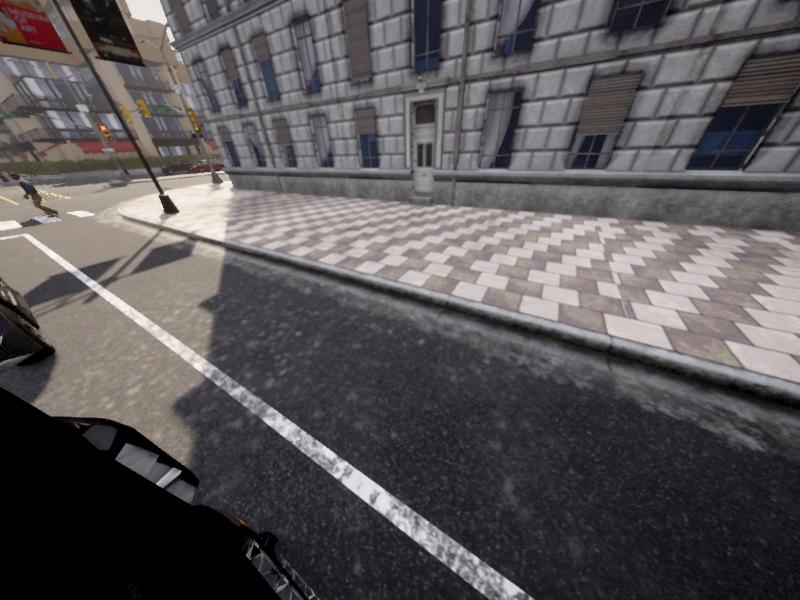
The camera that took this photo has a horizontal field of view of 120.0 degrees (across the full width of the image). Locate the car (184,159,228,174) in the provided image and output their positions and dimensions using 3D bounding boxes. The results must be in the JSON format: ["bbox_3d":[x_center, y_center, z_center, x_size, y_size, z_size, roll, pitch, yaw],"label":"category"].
[{"bbox_3d":[-25.991,-17.956,31.029,1.970,1.475,3.806,16,38,26],"label":"car"}]

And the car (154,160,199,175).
[{"bbox_3d":[-29.987,-17.912,31.151,1.789,1.549,3.705,16,38,26],"label":"car"}]

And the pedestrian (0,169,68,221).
[{"bbox_3d":[-15.479,-4.435,9.765,0.751,1.860,0.751,16,38,25],"label":"pedestrian"}]

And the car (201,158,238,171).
[{"bbox_3d":[-27.268,-20.577,35.026,1.970,1.475,3.806,16,38,26],"label":"car"}]

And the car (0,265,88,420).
[{"bbox_3d":[-6.371,0.121,2.626,4.856,1.649,2.033,16,38,25],"label":"car"}]

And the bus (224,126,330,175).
[{"bbox_3d":[-14.239,-18.333,28.336,3.944,4.253,10.273,17,38,27],"label":"bus"}]
